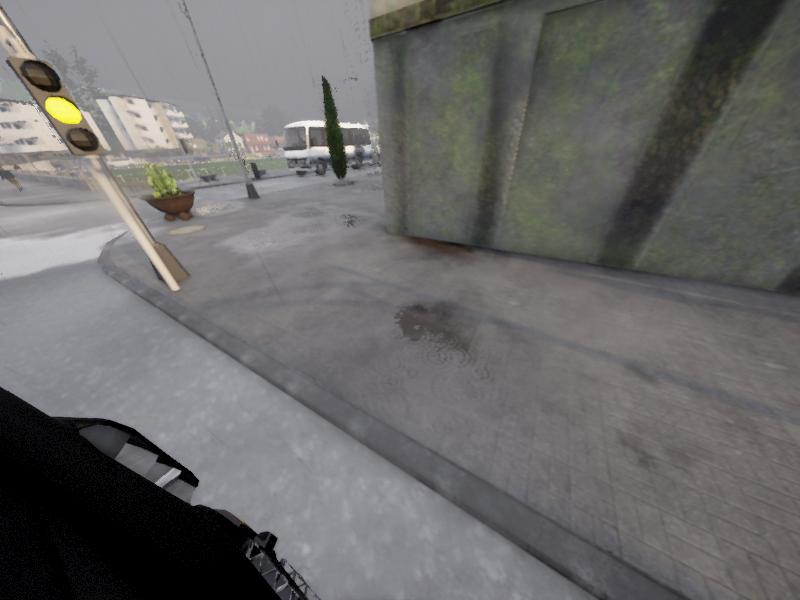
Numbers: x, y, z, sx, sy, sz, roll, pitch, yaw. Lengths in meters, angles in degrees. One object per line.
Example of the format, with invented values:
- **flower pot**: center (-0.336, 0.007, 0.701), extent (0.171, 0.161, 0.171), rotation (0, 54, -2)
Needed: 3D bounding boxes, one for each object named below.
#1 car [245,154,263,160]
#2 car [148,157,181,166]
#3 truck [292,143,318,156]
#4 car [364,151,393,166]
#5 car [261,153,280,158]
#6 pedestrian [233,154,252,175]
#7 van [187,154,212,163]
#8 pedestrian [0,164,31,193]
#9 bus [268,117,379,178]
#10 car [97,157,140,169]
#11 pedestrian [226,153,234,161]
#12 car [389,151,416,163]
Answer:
- **car**: center (-45.527, -44.653, 72.016), extent (1.994, 1.385, 4.181), rotation (16, 38, 26)
- **car**: center (-59.634, -35.206, 58.643), extent (1.930, 1.638, 5.238), rotation (16, 38, 26)
- **truck**: center (-35.124, -56.030, 86.088), extent (2.891, 3.827, 8.468), rotation (16, 38, 26)
- **car**: center (-2.751, -18.562, 30.329), extent (1.970, 1.475, 3.806), rotation (16, 38, 26)
- **car**: center (-44.737, -49.895, 79.752), extent (2.033, 1.411, 5.357), rotation (16, 38, 26)
- **pedestrian**: center (-16.478, -14.185, 24.154), extent (0.751, 1.860, 0.751), rotation (16, 38, 25)
- **van**: center (-55.658, -39.302, 64.171), extent (1.775, 1.987, 4.442), rotation (16, 38, 26)
- **pedestrian**: center (-30.283, -9.459, 17.972), extent (0.751, 1.860, 0.751), rotation (-27, 41, -31)
- **bus**: center (-6.873, -15.565, 23.645), extent (3.944, 4.253, 10.273), rotation (16, 38, 25)
- **car**: center (-63.880, -31.160, 52.535), extent (2.150, 2.045, 5.566), rotation (16, 38, 26)
- **pedestrian**: center (-46.006, -38.659, 62.473), extent (0.751, 1.860, 0.751), rotation (16, 38, 26)
- **car**: center (0.443, -21.616, 34.831), extent (1.895, 1.301, 4.718), rotation (16, 38, 26)
